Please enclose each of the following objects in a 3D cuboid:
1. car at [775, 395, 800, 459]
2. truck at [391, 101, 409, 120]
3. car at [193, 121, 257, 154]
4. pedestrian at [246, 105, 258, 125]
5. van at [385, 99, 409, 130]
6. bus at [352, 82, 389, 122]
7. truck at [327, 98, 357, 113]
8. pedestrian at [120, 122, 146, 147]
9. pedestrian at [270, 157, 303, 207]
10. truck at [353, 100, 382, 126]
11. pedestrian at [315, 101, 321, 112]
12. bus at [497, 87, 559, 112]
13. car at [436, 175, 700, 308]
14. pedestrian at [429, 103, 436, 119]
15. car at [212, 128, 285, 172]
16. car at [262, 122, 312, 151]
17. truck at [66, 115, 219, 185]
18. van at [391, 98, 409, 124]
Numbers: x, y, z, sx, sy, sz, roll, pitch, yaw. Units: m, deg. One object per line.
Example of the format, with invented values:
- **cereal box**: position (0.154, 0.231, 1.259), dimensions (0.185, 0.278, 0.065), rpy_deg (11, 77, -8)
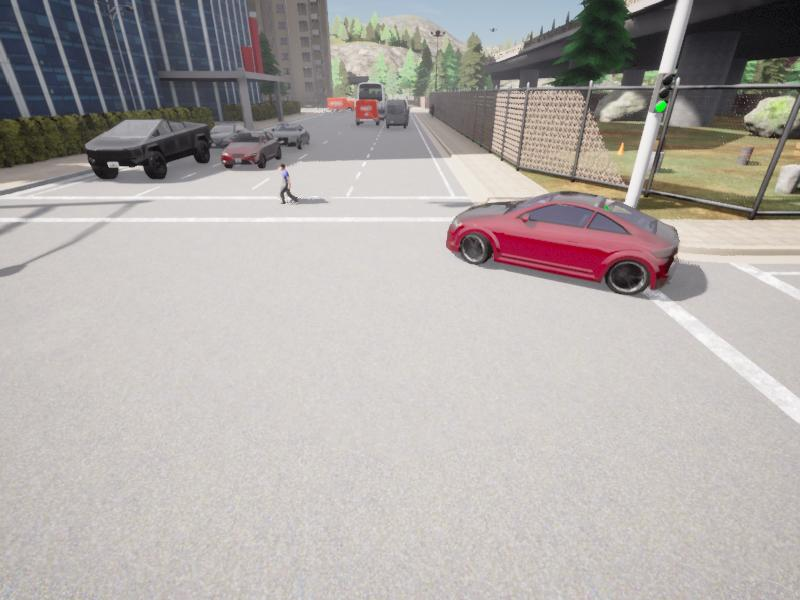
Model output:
- **car**: position (6.054, 1.139, 2.625), dimensions (4.611, 1.667, 2.242), rpy_deg (0, 27, -1)
- **truck**: position (0.035, -26.283, 55.384), dimensions (2.390, 2.098, 6.274), rpy_deg (0, 27, 0)
- **car**: position (-10.478, -9.981, 24.380), dimensions (1.812, 1.442, 4.674), rpy_deg (0, 27, 0)
- **pedestrian**: position (-15.242, -19.071, 41.211), dimensions (0.751, 1.860, 0.751), rpy_deg (0, 27, -1)
- **van**: position (-0.238, -18.801, 40.351), dimensions (1.988, 2.561, 5.915), rpy_deg (2, 27, 3)
- **bus**: position (-3.588, -25.701, 51.892), dimensions (3.944, 4.253, 10.273), rpy_deg (0, 27, 0)
- **truck**: position (-10.777, -36.404, 74.765), dimensions (5.204, 2.467, 2.627), rpy_deg (0, 27, 0)
- **pedestrian**: position (-16.091, -9.989, 24.159), dimensions (0.751, 1.300, 0.751), rpy_deg (0, 27, -1)
- **pedestrian**: position (-3.390, -3.544, 11.981), dimensions (0.751, 1.300, 0.751), rpy_deg (-9, 28, -16)
- **truck**: position (-3.470, -20.525, 43.768), dimensions (2.627, 2.467, 5.204), rpy_deg (0, 27, 0)
- **pedestrian**: position (-16.115, -37.879, 78.226), dimensions (0.751, 1.860, 0.751), rpy_deg (7, 28, 12)
- **bus**: position (24.614, -38.806, 77.528), dimensions (10.273, 4.253, 3.944), rpy_deg (0, 27, 0)
- **car**: position (3.049, -1.372, 7.803), dimensions (4.181, 1.385, 1.994), rpy_deg (16, 31, 27)
- **pedestrian**: position (4.128, -24.163, 51.141), dimensions (0.751, 1.860, 0.751), rpy_deg (-1, 27, -2)
- **car**: position (-6.981, -7.219, 18.979), dimensions (1.816, 1.474, 4.193), rpy_deg (0, 27, 0)
- **car**: position (-6.987, -10.373, 25.229), dimensions (1.994, 1.385, 4.181), rpy_deg (0, 27, -1)
- **truck**: position (-10.483, -6.678, 17.240), dimensions (2.390, 2.098, 6.274), rpy_deg (0, 27, 0)
- **van**: position (0.035, -22.629, 47.797), dimensions (1.988, 2.561, 5.915), rpy_deg (0, 27, 0)
